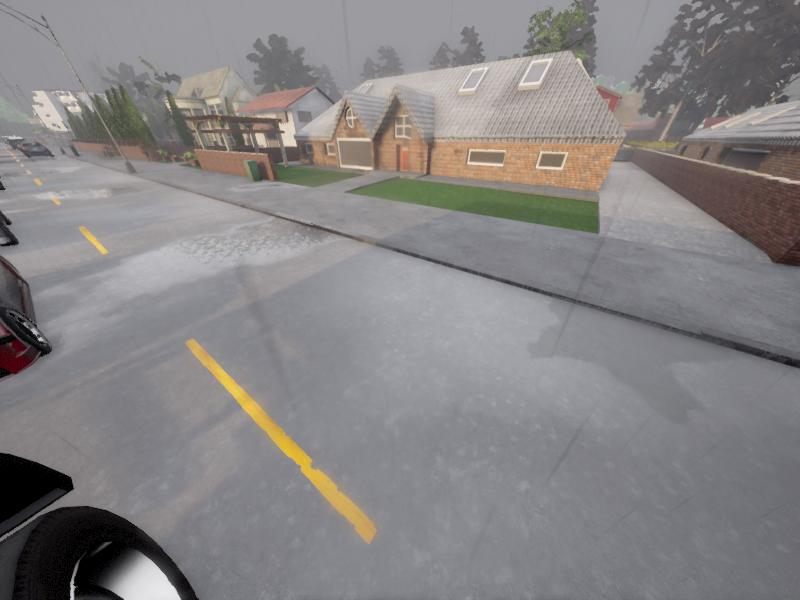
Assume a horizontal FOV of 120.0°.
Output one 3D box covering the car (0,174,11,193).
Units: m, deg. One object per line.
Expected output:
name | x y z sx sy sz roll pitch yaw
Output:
car | -21.307 -6.122 11.141 4.514 1.525 2.007 22 41 28

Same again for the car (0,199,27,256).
car | -11.349 -2.081 5.470 4.514 1.525 2.007 22 41 28

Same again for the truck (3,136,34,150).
truck | -77.745 -32.076 47.108 6.274 2.098 2.390 22 41 28

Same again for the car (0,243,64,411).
car | -6.080 0.134 2.525 4.181 1.385 1.994 22 41 28

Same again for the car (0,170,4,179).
car | -27.281 -8.527 14.559 4.193 1.474 1.816 22 41 28

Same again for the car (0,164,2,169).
car | -35.004 -11.683 18.939 3.633 1.501 1.845 22 41 28

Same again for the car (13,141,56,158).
car | -47.555 -19.644 30.037 4.611 1.667 2.242 22 41 28

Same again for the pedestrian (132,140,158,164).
pedestrian | -23.700 -13.772 21.475 0.751 1.860 0.751 22 40 27
